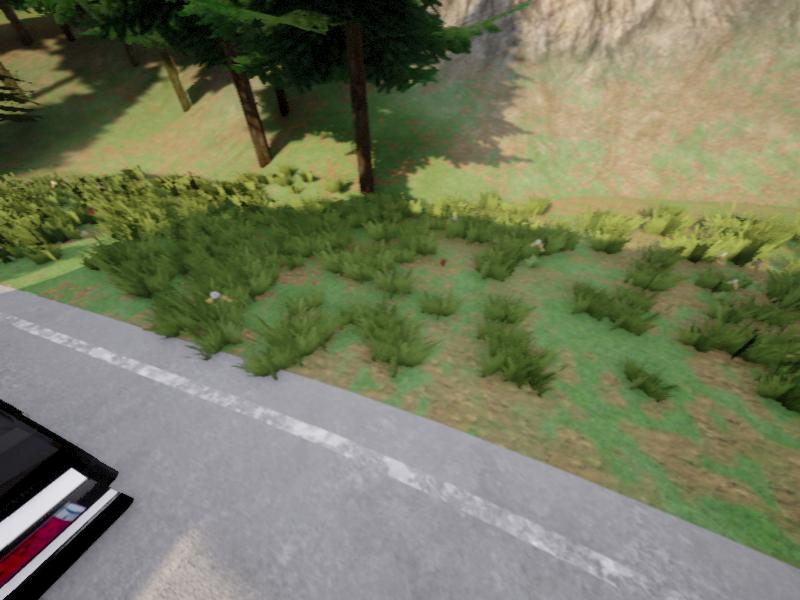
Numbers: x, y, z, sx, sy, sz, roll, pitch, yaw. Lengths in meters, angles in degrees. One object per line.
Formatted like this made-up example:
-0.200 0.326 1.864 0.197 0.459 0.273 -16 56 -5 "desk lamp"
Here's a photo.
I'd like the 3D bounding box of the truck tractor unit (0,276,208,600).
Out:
-5.269 -0.099 0.504 6.516 4.208 3.053 11 37 15 "truck tractor unit"
